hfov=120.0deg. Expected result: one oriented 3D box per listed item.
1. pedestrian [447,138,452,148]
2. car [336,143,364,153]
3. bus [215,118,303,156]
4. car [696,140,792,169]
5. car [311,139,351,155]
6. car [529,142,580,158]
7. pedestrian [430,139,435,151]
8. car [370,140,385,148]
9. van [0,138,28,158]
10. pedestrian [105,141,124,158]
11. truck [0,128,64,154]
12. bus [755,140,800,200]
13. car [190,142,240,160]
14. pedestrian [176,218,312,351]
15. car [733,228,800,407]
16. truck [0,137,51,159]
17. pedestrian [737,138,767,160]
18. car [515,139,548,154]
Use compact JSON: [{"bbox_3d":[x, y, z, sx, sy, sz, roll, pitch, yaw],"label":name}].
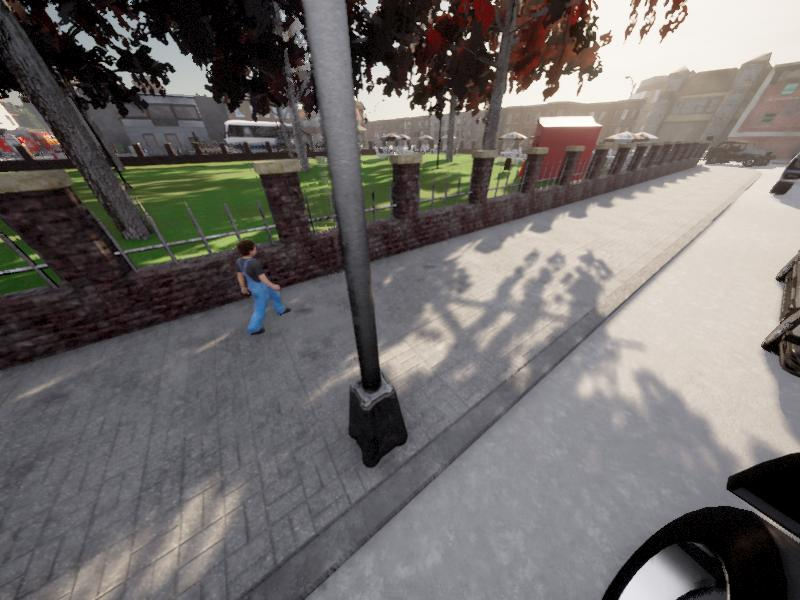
[{"bbox_3d":[11.209,-35.523,52.371,0.751,1.860,0.751,-19,39,-25],"label":"pedestrian"},{"bbox_3d":[-9.253,-28.309,42.874,4.674,1.442,1.812,-20,39,-25],"label":"car"},{"bbox_3d":[-21.094,-24.580,35.262,10.273,4.253,3.944,-20,40,-28],"label":"bus"},{"bbox_3d":[29.684,-12.770,20.155,1.905,1.878,3.866,-10,37,-14],"label":"car"},{"bbox_3d":[-11.110,-25.041,37.721,5.566,2.045,2.150,-23,41,-30],"label":"car"},{"bbox_3d":[20.993,-20.628,31.585,1.930,1.638,5.238,-22,41,-28],"label":"car"},{"bbox_3d":[5.935,-28.266,42.101,0.751,1.860,0.751,7,36,10],"label":"pedestrian"},{"bbox_3d":[-6.201,-42.806,63.488,2.097,1.767,4.553,-22,41,-28],"label":"car"},{"bbox_3d":[-62.061,-23.478,35.560,2.351,2.431,6.366,-20,40,-26],"label":"van"},{"bbox_3d":[-38.224,-20.146,30.929,0.751,1.860,0.751,-21,40,-26],"label":"pedestrian"},{"bbox_3d":[-70.018,-30.396,44.216,2.891,3.827,8.468,-21,40,-26],"label":"truck"},{"bbox_3d":[20.838,-6.974,9.981,10.273,4.253,3.944,-20,40,-29],"label":"bus"},{"bbox_3d":[-24.206,-19.697,30.389,4.605,1.855,1.932,-22,40,-28],"label":"car"},{"bbox_3d":[-1.796,-0.202,2.858,0.751,1.300,0.751,19,40,25],"label":"pedestrian"},{"bbox_3d":[6.585,-0.104,2.802,5.357,1.411,2.033,-22,41,-28],"label":"car"},{"bbox_3d":[-56.901,-23.064,34.909,2.627,2.467,5.204,-24,42,-29],"label":"truck"},{"bbox_3d":[36.816,-15.780,24.182,0.751,1.860,0.751,-11,37,-15],"label":"pedestrian"},{"bbox_3d":[21.004,-24.697,37.137,1.905,1.878,3.866,-22,40,-28],"label":"car"}]
